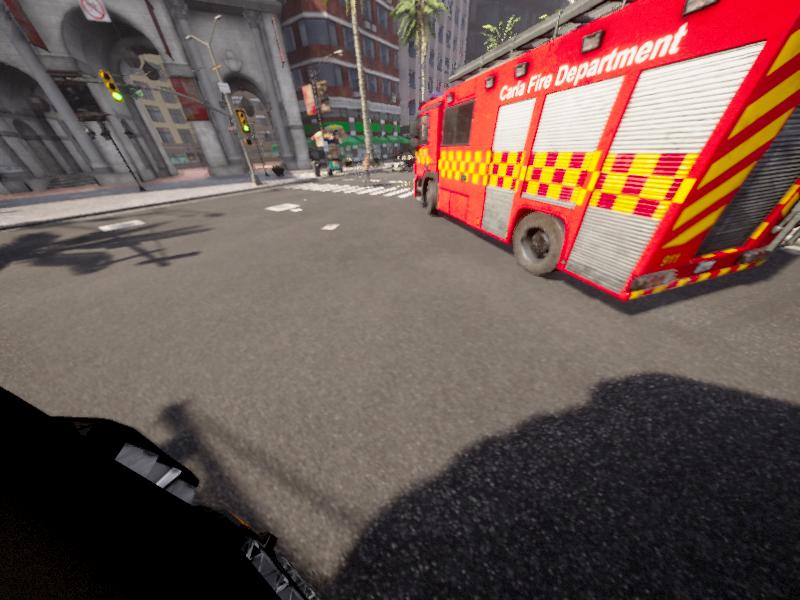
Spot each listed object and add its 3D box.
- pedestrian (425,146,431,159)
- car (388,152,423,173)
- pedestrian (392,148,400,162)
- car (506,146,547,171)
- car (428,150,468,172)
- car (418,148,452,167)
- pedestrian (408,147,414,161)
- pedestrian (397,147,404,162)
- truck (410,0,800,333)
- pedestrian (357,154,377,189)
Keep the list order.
[{"bbox_3d":[4.849,-25.646,40.104,0.751,1.860,0.751,-30,42,-34],"label":"pedestrian"},{"bbox_3d":[0.655,-14.019,23.560,1.789,1.549,3.705,19,39,29],"label":"car"},{"bbox_3d":[-0.596,-21.900,34.903,0.751,1.860,0.751,19,40,30],"label":"pedestrian"},{"bbox_3d":[11.765,-13.165,21.345,2.152,1.651,5.027,19,39,29],"label":"car"},{"bbox_3d":[4.968,-14.232,23.518,1.801,1.575,5.366,19,39,29],"label":"car"},{"bbox_3d":[4.270,-17.186,27.817,2.097,1.767,4.553,19,39,29],"label":"car"},{"bbox_3d":[1.767,-23.624,37.307,0.751,1.860,0.751,20,40,30],"label":"pedestrian"},{"bbox_3d":[0.096,-22.341,35.510,0.751,1.860,0.751,18,39,29],"label":"pedestrian"},{"bbox_3d":[3.023,-3.644,5.736,2.891,3.827,8.468,-12,35,-12],"label":"truck"},{"bbox_3d":[-2.029,-7.991,14.395,0.751,1.860,0.751,19,39,29],"label":"pedestrian"}]
